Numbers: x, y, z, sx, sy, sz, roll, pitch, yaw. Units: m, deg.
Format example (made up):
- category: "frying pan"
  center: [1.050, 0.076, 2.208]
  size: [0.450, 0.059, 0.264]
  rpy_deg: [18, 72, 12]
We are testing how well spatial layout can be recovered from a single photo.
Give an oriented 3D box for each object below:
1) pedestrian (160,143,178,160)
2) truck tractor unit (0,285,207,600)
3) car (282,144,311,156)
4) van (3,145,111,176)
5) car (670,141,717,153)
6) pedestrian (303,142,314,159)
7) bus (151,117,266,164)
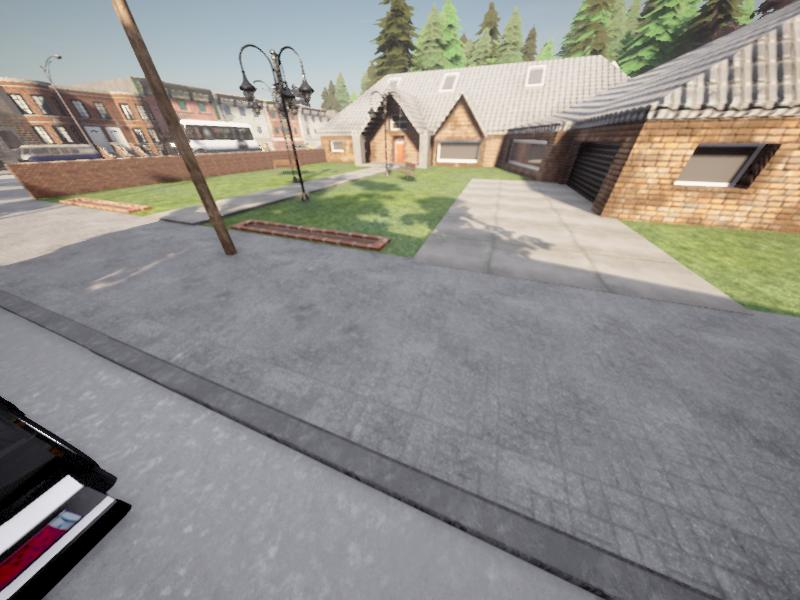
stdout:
- category: "pedestrian"
  center: [-30.272, -19.486, 30.318]
  size: [0.751, 1.860, 0.751]
  rpy_deg: [6, 35, 9]
- category: "truck tractor unit"
  center: [-5.255, -0.123, 0.545]
  size: [6.516, 4.208, 3.053]
  rpy_deg: [12, 37, 17]
- category: "car"
  center: [-18.729, -27.442, 42.085]
  size: [2.242, 1.667, 4.611]
  rpy_deg: [12, 37, 17]
- category: "van"
  center: [-28.942, -12.103, 19.811]
  size: [1.775, 1.987, 4.442]
  rpy_deg: [12, 37, 17]
- category: "car"
  center: [61.979, -32.438, 48.946]
  size: [5.566, 2.045, 2.150]
  rpy_deg: [12, 37, 17]
- category: "pedestrian"
  center: [-12.248, -20.057, 31.050]
  size: [0.751, 1.860, 0.751]
  rpy_deg: [11, 36, 16]
- category: "bus"
  center: [-23.816, -20.628, 30.064]
  size: [3.944, 4.253, 10.273]
  rpy_deg: [12, 36, 17]
